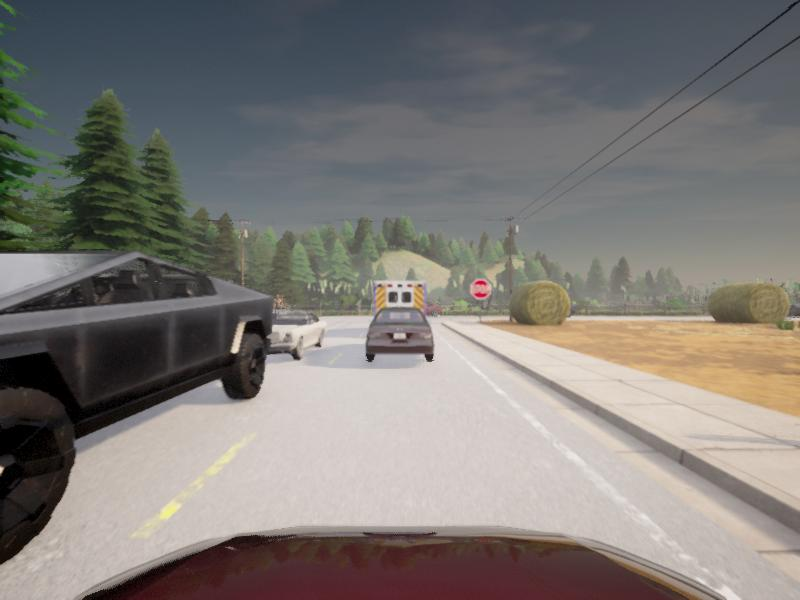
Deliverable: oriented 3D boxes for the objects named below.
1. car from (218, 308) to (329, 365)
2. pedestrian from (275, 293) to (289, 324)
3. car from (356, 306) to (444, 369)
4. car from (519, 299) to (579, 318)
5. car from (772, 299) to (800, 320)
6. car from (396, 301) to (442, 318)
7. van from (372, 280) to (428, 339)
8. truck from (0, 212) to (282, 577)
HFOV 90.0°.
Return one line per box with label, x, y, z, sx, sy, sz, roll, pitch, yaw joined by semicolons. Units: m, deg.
car;-3.523;0.955;12.170;1.895;1.301;4.718;0;0;0
pedestrian;-7.360;0.508;24.884;0.751;1.860;0.751;0;0;-24
car;-0.004;0.905;11.967;2.033;1.411;5.357;0;0;0
car;13.639;0.777;36.823;4.856;1.649;2.033;0;0;3
car;33.695;0.766;32.357;5.238;1.638;1.930;0;0;3
car;1.747;0.857;37.390;4.193;1.474;1.816;0;0;3
van;-0.008;0.396;19.800;2.351;2.431;6.366;0;0;0
truck;-3.484;0.547;4.567;2.390;2.098;6.274;0;0;0
